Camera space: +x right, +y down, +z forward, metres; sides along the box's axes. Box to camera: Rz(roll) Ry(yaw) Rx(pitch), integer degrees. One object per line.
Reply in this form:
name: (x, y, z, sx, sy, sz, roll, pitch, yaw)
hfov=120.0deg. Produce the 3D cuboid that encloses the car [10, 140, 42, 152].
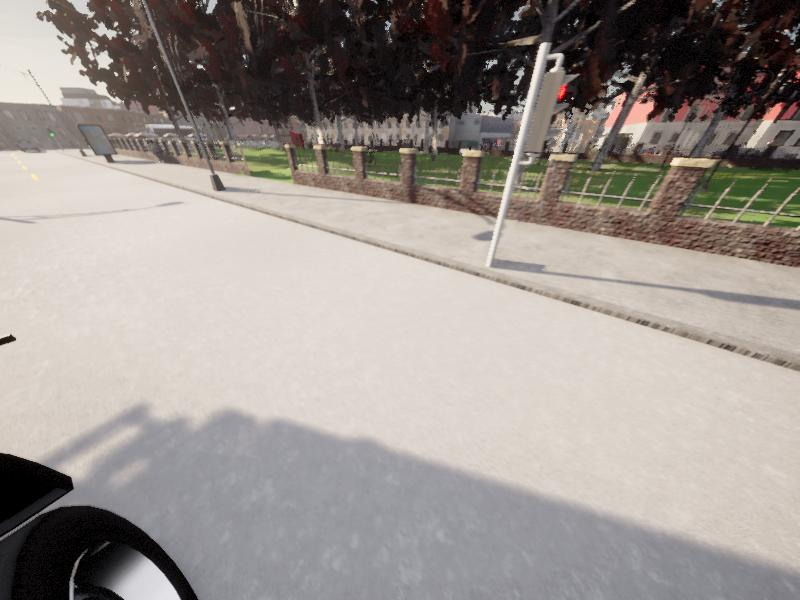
car: (-57.473, -23.679, 35.500, 3.633, 1.501, 1.845, 20, 40, 25)

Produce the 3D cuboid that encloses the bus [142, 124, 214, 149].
bus: (-49.075, -36.444, 51.676, 3.944, 4.253, 10.273, 22, 41, 28)

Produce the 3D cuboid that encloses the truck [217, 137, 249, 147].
truck: (-44.996, -42.901, 62.559, 2.390, 2.098, 6.274, 22, 41, 28)

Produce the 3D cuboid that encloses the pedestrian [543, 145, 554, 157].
pedestrian: (20.405, -20.478, 31.763, 0.751, 1.300, 0.751, 22, 41, 28)

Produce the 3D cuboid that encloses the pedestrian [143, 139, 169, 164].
pedestrian: (-21.551, -13.121, 20.421, 0.751, 1.860, 0.751, 22, 41, 28)

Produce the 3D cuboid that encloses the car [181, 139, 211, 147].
car: (-49.988, -38.658, 56.781, 1.882, 1.535, 5.008, 22, 41, 28)

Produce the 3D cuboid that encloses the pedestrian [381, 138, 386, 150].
pedestrian: (-3.213, -30.391, 45.065, 0.751, 1.860, 0.751, 23, 41, 29)

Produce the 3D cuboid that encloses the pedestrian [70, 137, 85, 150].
pedestrian: (-56.898, -27.667, 40.824, 0.751, 1.860, 0.751, 28, 43, 33)

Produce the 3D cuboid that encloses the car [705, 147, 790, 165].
car: (38.856, -16.300, 26.097, 4.892, 1.490, 1.837, 22, 40, 27)

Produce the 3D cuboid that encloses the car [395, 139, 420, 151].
car: (1.496, -31.707, 47.189, 4.605, 1.855, 1.932, 22, 41, 28)

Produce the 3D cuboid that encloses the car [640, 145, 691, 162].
car: (33.341, -18.579, 29.214, 3.705, 1.549, 1.789, 22, 41, 28)

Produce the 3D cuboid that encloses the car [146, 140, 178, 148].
car: (-53.816, -35.398, 52.334, 1.895, 1.301, 4.718, 22, 41, 28)

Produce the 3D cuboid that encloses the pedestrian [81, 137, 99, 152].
pedestrian: (-45.908, -23.056, 34.215, 0.751, 1.860, 0.751, 24, 41, 29)

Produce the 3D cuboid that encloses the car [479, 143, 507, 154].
car: (15.731, -25.742, 39.237, 3.806, 1.475, 1.970, 22, 41, 28)

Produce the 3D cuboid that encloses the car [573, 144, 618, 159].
car: (27.449, -20.976, 32.569, 4.514, 1.525, 2.007, 22, 41, 28)

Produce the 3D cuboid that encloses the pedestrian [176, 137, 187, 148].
pedestrian: (-46.013, -33.226, 48.629, 0.751, 1.860, 0.751, 21, 40, 27)

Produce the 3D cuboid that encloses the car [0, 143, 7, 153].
car: (-67.018, -24.128, 36.489, 4.674, 1.442, 1.812, -23, 41, -29)
